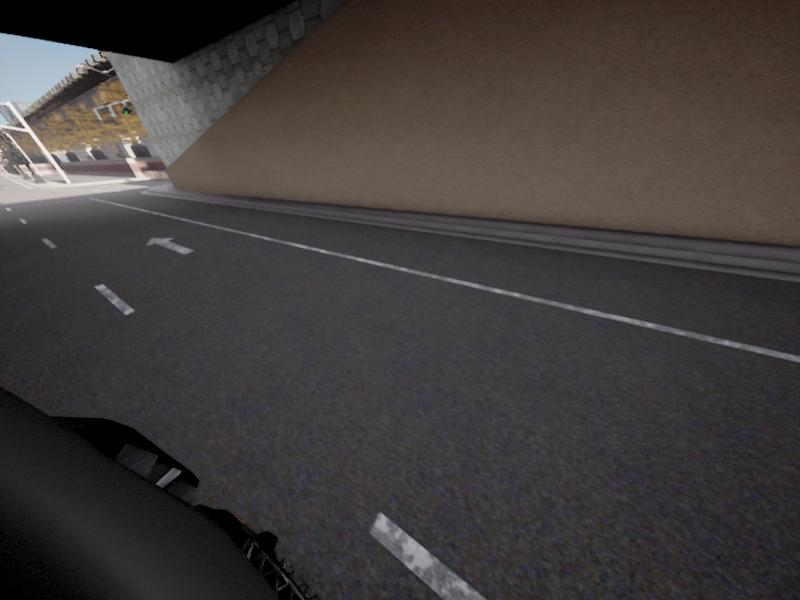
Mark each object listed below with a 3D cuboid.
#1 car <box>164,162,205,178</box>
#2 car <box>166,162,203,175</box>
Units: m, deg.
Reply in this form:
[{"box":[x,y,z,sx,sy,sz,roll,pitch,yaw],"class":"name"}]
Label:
[{"box":[-29.714,-18.143,32.117,2.038,1.542,4.974,-10,34,-10],"class":"car"},{"box":[-29.734,-18.301,32.072,1.853,1.218,4.536,-10,34,-10],"class":"car"}]
